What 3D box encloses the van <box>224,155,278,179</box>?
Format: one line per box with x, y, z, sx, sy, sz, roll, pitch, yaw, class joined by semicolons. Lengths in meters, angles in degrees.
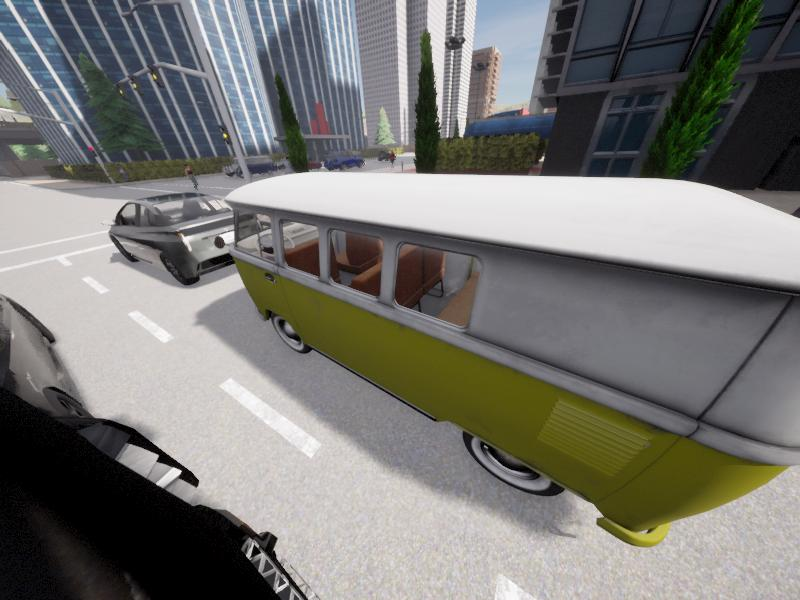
-16.597;-15.001;26.041;1.775;1.987;4.442;15;38;26;van

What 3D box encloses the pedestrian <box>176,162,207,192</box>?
-15.468;-9.135;17.187;0.751;1.860;0.751;7;35;14;pedestrian

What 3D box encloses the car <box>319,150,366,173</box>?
-6.821;-17.091;28.375;2.150;2.045;5.566;15;38;25;car

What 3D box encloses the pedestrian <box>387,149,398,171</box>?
-0.752;-14.102;23.250;0.751;1.860;0.751;23;42;34;pedestrian

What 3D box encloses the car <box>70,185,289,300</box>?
-5.208;-1.694;5.527;4.514;1.525;2.007;16;38;26;car

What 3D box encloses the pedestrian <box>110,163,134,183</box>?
-30.003;-13.720;24.948;0.751;1.860;0.751;16;38;26;pedestrian

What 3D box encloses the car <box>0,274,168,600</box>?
-4.383;0.776;1.741;4.514;1.525;2.007;16;38;26;car

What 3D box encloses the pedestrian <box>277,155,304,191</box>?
-6.825;-7.924;14.415;0.751;1.860;0.751;18;39;28;pedestrian

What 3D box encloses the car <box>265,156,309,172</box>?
-15.967;-19.421;32.980;2.152;1.651;5.027;15;38;25;car

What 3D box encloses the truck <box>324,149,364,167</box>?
-8.842;-22.944;37.304;2.390;2.098;6.274;15;38;25;truck

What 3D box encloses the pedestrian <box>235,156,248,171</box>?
-23.511;-20.198;34.202;0.751;1.860;0.751;16;38;26;pedestrian

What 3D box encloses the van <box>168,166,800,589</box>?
-0.016;-0.203;2.461;4.442;1.987;1.775;19;39;29;van

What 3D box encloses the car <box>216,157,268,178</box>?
-19.140;-16.308;28.305;1.932;1.855;4.605;15;38;25;car

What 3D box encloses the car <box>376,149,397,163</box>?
-2.300;-25.561;40.924;1.905;1.878;3.866;15;38;25;car

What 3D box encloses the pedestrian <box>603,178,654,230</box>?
5.708;-2.418;5.834;0.500;1.100;0.500;16;38;26;pedestrian

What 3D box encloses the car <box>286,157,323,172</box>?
-12.911;-18.525;31.526;1.816;1.474;4.193;15;38;25;car
